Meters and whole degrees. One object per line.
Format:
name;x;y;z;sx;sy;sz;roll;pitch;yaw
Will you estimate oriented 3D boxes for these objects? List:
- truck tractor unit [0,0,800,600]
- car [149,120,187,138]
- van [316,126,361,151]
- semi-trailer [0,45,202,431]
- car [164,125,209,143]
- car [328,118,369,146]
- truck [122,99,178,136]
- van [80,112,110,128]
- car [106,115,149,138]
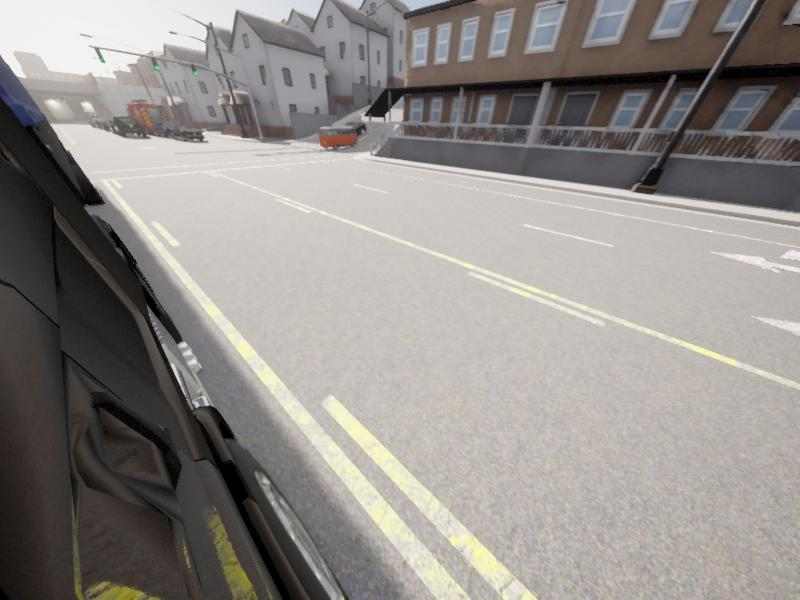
truck tractor unit;-2.645;-0.295;0.352;6.516;4.208;3.053;28;44;30
car;-29.963;-22.120;29.869;4.553;1.767;2.097;28;44;30
van;-6.520;-17.661;25.161;1.775;1.987;4.442;24;44;27
semi-trailer;-8.701;-3.591;4.241;14.254;4.402;2.717;28;44;30
car;-24.350;-18.985;26.346;5.357;1.411;2.033;26;43;28
car;-6.457;-21.529;29.469;1.882;1.535;5.008;27;59;29
truck;-36.000;-26.167;33.230;8.468;3.827;2.891;28;44;30
van;-61.742;-36.481;46.742;6.366;2.431;2.351;27;43;29
car;-33.647;-21.430;28.551;5.566;2.045;2.150;28;44;30
